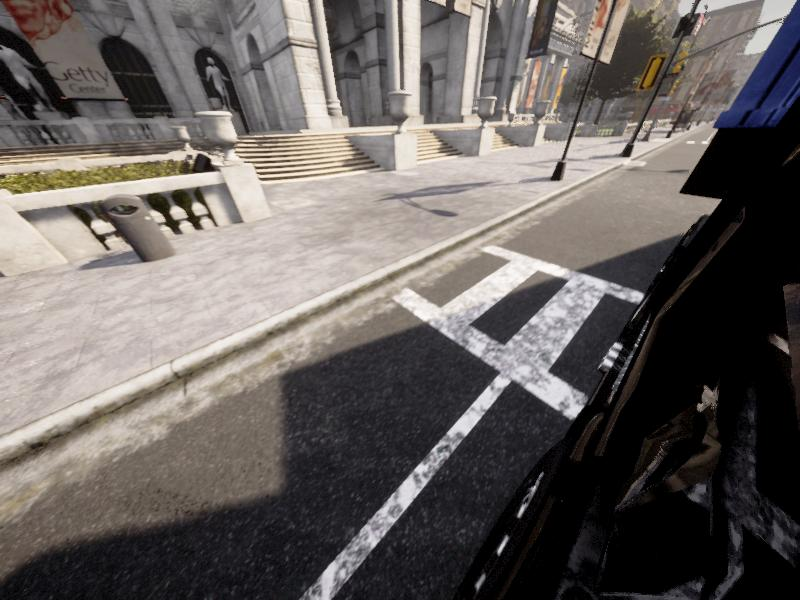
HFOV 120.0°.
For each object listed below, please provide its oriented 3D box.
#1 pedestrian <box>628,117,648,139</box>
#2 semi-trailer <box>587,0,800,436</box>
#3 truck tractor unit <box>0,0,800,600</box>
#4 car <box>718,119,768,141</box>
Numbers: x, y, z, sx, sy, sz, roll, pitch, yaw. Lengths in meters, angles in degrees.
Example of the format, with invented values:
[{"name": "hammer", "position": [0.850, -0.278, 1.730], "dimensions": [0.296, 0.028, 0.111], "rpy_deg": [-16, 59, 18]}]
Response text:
[{"name": "pedestrian", "position": [26.569, -19.192, 25.810], "dimensions": [0.751, 1.860, 0.751], "rpy_deg": [28, 46, 34]}, {"name": "semi-trailer", "position": [9.561, -2.805, 3.123], "dimensions": [14.254, 4.402, 2.717], "rpy_deg": [-17, 39, -18]}, {"name": "truck tractor unit", "position": [2.645, -0.295, 0.351], "dimensions": [6.516, 4.208, 3.053], "rpy_deg": [-28, 44, -30]}, {"name": "car", "position": [33.943, -16.953, 22.986], "dimensions": [4.902, 1.511, 2.128], "rpy_deg": [-30, 45, -31]}]
